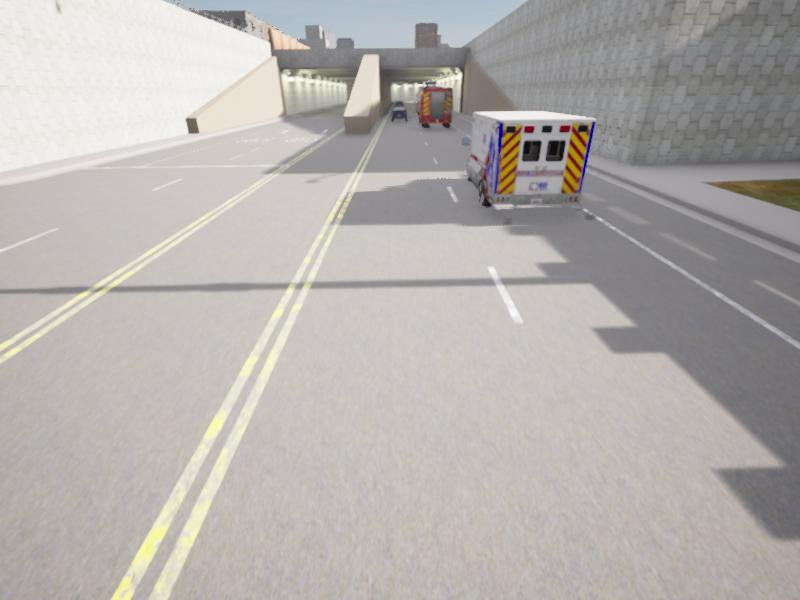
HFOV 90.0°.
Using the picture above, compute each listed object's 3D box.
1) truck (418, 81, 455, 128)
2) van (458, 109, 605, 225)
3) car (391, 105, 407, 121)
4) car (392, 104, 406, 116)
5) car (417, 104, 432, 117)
[{"bbox_3d":[3.432,-19.705,40.242,2.891,3.827,8.468,-1,27,0],"label":"truck"},{"bbox_3d":[3.474,-4.481,12.464,2.351,2.431,6.366,-1,27,0],"label":"van"},{"bbox_3d":[-0.073,-22.765,48.686,1.882,1.535,5.008,-1,28,0],"label":"car"},{"bbox_3d":[-0.086,-28.573,60.019,2.033,1.411,5.357,-1,27,0],"label":"car"},{"bbox_3d":[3.417,-26.787,56.453,1.812,1.442,4.674,0,28,0],"label":"car"}]
